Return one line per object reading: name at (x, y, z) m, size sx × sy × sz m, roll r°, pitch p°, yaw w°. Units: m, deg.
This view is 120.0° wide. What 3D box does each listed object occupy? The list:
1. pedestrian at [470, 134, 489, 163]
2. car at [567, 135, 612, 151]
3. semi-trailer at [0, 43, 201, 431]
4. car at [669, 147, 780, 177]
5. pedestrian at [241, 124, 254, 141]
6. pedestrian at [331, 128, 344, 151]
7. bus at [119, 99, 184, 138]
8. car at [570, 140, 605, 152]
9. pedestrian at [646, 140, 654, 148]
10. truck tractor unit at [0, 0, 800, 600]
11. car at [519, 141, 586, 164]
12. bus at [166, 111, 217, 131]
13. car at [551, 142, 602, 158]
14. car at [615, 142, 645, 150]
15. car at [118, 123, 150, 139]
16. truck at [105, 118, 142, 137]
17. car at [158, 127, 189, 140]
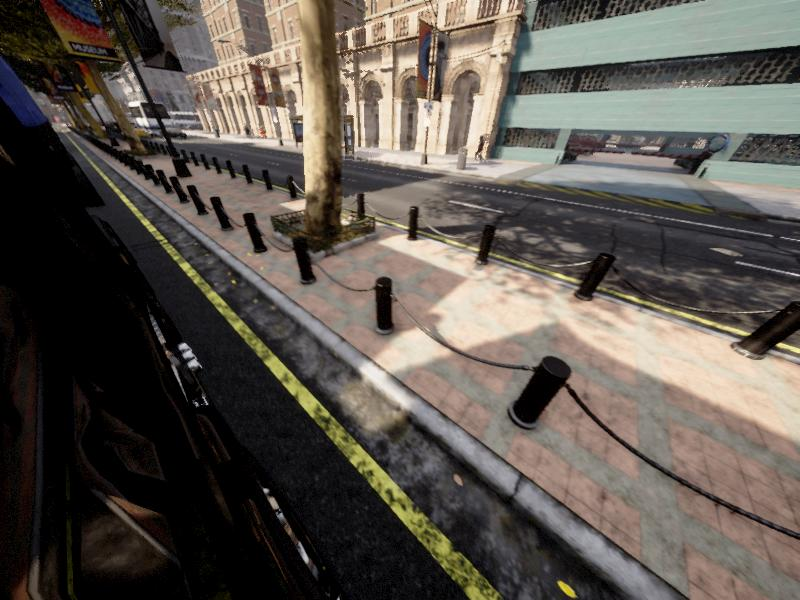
pedestrian at (6.282, -11.988, 18.292) m, size 0.751 × 1.860 × 0.751 m, roll -30°, pitch 47°, yaw -35°
car at (33.527, -27.899, 41.053) m, size 5.566 × 2.045 × 2.435 m, roll 28°, pitch 43°, yaw 30°
semi-trailer at (-8.703, -3.573, 4.265) m, size 14.254 × 4.402 × 2.717 m, roll 28°, pitch 44°, yaw 30°
car at (26.019, -11.391, 18.907) m, size 4.902 × 1.511 × 2.128 m, roll 28°, pitch 43°, yaw 30°
pedestrian at (-21.706, -23.881, 32.917) m, size 0.751 × 1.860 × 0.751 m, roll 24°, pitch 42°, yaw 27°
pedestrian at (-6.226, -16.094, 23.193) m, size 0.751 × 1.860 × 0.751 m, roll 28°, pitch 43°, yaw 30°
bus at (-38.851, -28.171, 36.109) m, size 10.273 × 4.253 × 3.944 m, roll 28°, pitch 43°, yaw 30°
car at (33.470, -27.607, 41.315) m, size 4.514 × 1.523 × 2.007 m, roll 28°, pitch 43°, yaw 30°
pedestrian at (71.460, -44.688, 65.972) m, size 0.751 × 1.860 × 0.751 m, roll 27°, pitch 43°, yaw 30°
truck tractor unit at (-2.645, -0.295, 0.351) m, size 6.516 × 4.208 × 3.053 m, roll 28°, pitch 44°, yaw 30°
car at (14.497, -14.200, 22.172) m, size 4.786 × 1.482 × 2.161 m, roll 28°, pitch 43°, yaw 30°
bus at (-63.464, -54.746, 70.774) m, size 3.944 × 4.253 × 10.273 m, roll 27°, pitch 43°, yaw 30°
car at (22.267, -19.089, 29.277) m, size 4.718 × 1.301 × 1.895 m, roll 28°, pitch 43°, yaw 30°
car at (53.818, -36.067, 54.118) m, size 4.718 × 1.301 × 1.895 m, roll 28°, pitch 43°, yaw 30°
car at (-36.919, -23.445, 32.064) m, size 5.366 × 1.575 × 1.801 m, roll 28°, pitch 43°, yaw 30°
truck at (-43.105, -26.906, 35.986) m, size 6.274 × 2.098 × 2.390 m, roll 28°, pitch 43°, yaw 30°
car at (-31.777, -23.346, 32.439) m, size 4.718 × 1.301 × 1.895 m, roll 28°, pitch 43°, yaw 30°
